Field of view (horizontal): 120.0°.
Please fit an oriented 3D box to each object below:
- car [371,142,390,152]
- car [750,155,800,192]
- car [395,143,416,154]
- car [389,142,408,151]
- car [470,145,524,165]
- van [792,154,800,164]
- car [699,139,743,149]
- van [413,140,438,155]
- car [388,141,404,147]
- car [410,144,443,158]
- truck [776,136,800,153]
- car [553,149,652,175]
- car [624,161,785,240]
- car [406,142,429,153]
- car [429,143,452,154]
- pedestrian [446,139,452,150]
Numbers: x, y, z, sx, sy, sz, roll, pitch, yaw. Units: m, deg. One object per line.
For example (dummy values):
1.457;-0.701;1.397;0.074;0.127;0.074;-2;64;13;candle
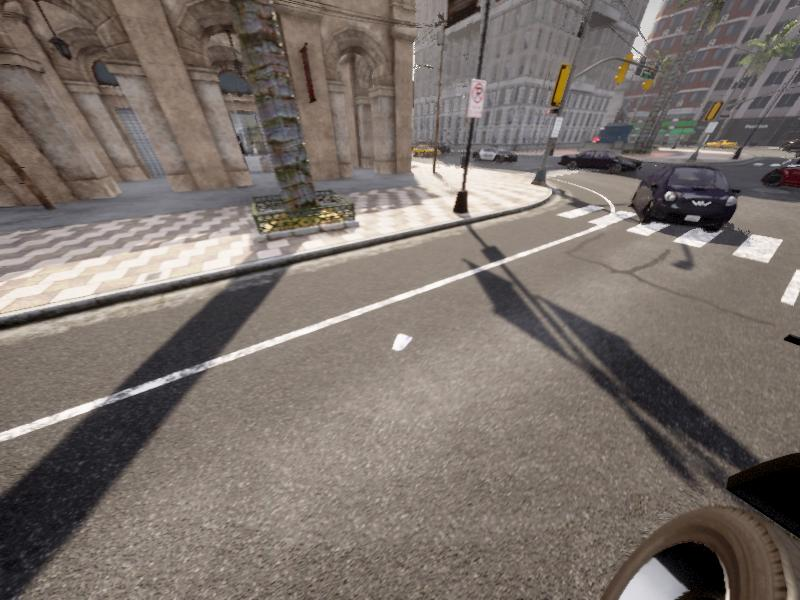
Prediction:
-4.183;-32.958;49.628;2.242;1.667;4.611;-20;39;-25;car
20.195;-5.742;10.687;1.994;1.385;4.181;6;36;9;car
0.927;-28.229;42.972;1.816;1.474;4.193;-20;39;-25;car
-0.329;-33.171;50.003;2.007;1.525;4.514;-20;39;-26;car
10.293;-15.740;24.957;2.038;1.542;4.974;-20;39;-25;car
39.136;-13.795;21.357;4.480;2.038;2.069;-21;40;-27;van
66.087;-32.246;47.751;1.801;1.575;5.366;-1;35;0;car
4.155;-25.454;38.520;1.775;1.987;4.442;-20;39;-25;van
-1.415;-54.498;80.598;5.357;1.411;2.033;-20;39;-25;car
3.737;-21.840;33.715;1.801;1.575;5.366;-20;39;-25;car
61.033;-22.946;34.082;2.390;2.098;6.274;12;37;17;truck
15.562;-10.960;18.180;2.033;1.411;5.357;-22;40;-27;car
8.843;-3.336;7.262;1.845;1.501;3.633;20;40;27;car
3.328;-29.876;45.201;1.801;1.575;5.366;-20;39;-25;car
7.020;-26.454;40.286;1.789;1.549;3.705;-20;39;-25;car
10.261;-32.697;48.586;0.751;1.860;0.751;-17;38;-22;pedestrian
